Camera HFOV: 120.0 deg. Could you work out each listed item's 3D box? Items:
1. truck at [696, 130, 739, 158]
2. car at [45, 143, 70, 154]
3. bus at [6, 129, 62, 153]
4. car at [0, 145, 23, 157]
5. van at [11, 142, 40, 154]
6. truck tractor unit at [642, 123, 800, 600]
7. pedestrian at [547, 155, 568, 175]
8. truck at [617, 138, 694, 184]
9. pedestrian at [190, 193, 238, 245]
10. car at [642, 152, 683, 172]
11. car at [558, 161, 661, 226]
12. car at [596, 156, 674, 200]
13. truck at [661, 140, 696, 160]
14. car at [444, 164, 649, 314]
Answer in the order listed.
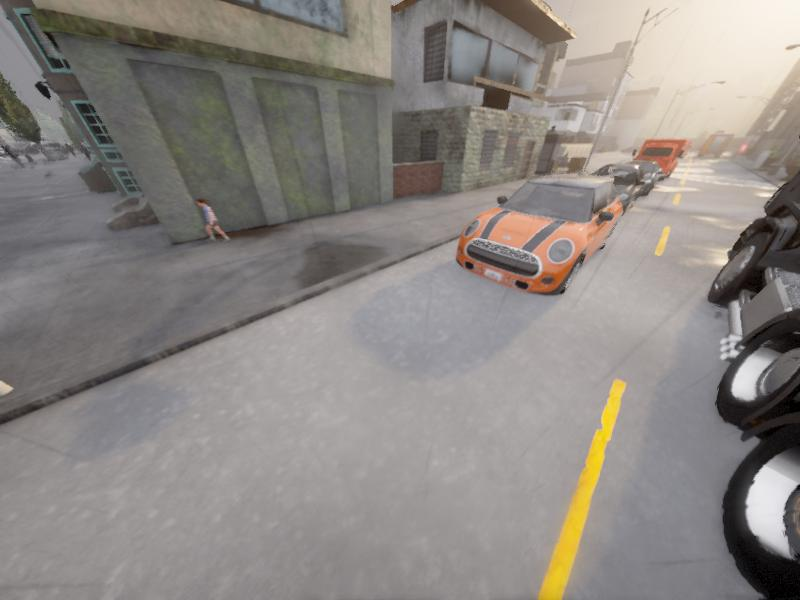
[{"bbox_3d":[56.825,-28.044,41.598,8.468,3.827,2.891,-28,43,-34],"label":"truck"},{"bbox_3d":[-73.783,-32.777,49.833,1.905,1.878,3.866,-28,43,-34],"label":"car"},{"bbox_3d":[-83.770,-36.578,53.220,3.944,4.253,10.273,-28,43,-34],"label":"bus"},{"bbox_3d":[-66.737,-25.127,38.932,2.033,1.649,4.856,-28,43,-34],"label":"car"},{"bbox_3d":[-76.101,-30.916,47.017,1.775,1.987,4.442,-28,43,-34],"label":"van"},{"bbox_3d":[4.851,-0.500,1.076,6.516,4.208,3.053,-28,43,-34],"label":"truck tractor unit"},{"bbox_3d":[12.237,-10.488,17.963,0.751,1.300,0.751,-20,39,-27],"label":"pedestrian"},{"bbox_3d":[18.630,-10.254,16.831,5.204,2.467,2.627,-28,44,-34],"label":"truck"},{"bbox_3d":[-4.660,-2.050,5.830,0.500,1.100,0.500,-29,44,-35],"label":"pedestrian"},{"bbox_3d":[26.457,-13.980,23.223,5.357,1.411,2.033,-28,43,-34],"label":"car"},{"bbox_3d":[8.105,-4.291,8.901,3.988,1.617,1.851,-28,43,-34],"label":"car"},{"bbox_3d":[13.017,-6.876,12.739,4.974,1.542,2.038,-28,43,-34],"label":"car"},{"bbox_3d":[44.792,-24.184,37.172,5.204,2.467,2.627,-27,43,-35],"label":"truck"},{"bbox_3d":[3.321,-1.815,5.124,4.553,1.767,2.097,-28,43,-34],"label":"car"}]
